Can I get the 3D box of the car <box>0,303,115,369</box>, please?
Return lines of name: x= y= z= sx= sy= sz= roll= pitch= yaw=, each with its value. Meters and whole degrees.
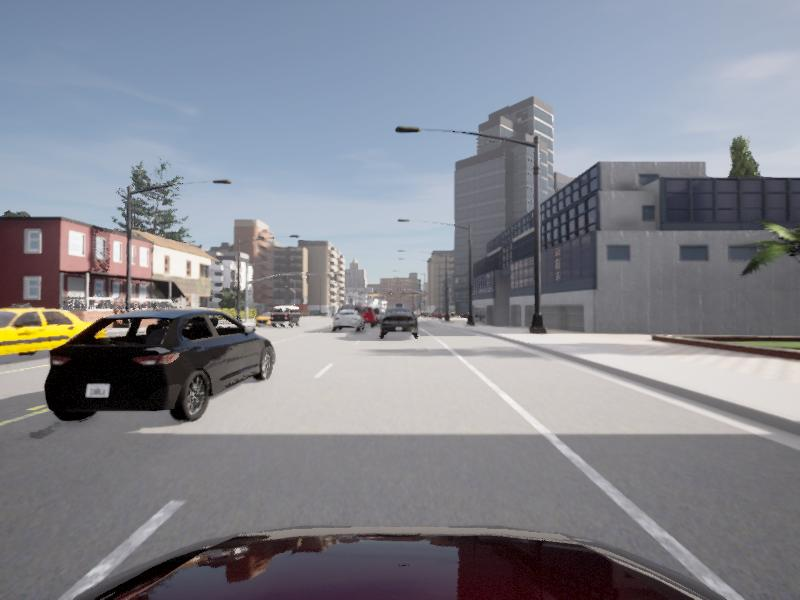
car: x=-10.517 y=0.876 z=10.789 sx=1.801 sy=1.575 sz=5.366 roll=0 pitch=-1 yaw=0

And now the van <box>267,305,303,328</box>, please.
van: x=-10.566 y=1.558 z=37.131 sx=2.069 sy=2.038 sz=4.480 roll=0 pitch=-3 yaw=0

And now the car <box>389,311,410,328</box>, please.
car: x=-0.080 y=1.859 z=38.327 sx=1.882 sy=1.535 sz=5.008 roll=0 pitch=-2 yaw=0

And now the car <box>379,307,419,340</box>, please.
car: x=-0.046 y=1.146 z=20.675 sx=1.837 sy=1.490 sz=4.892 roll=0 pitch=-2 yaw=0

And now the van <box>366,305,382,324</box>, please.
van: x=-3.626 y=1.985 z=57.139 sx=1.988 sy=2.561 sz=5.915 roll=0 pitch=-1 yaw=0

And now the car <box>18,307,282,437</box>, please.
car: x=-3.533 y=0.881 z=6.758 sx=1.816 sy=1.474 sz=4.193 roll=0 pitch=-1 yaw=0

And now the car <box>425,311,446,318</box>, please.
car: x=7.390 y=3.089 z=83.076 sx=4.181 sy=1.385 sz=1.994 roll=0 pitch=-1 yaw=-1

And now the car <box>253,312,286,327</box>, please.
car: x=-14.080 y=2.069 z=43.398 sx=1.882 sy=1.535 sz=5.008 roll=0 pitch=-2 yaw=0

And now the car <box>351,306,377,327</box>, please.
car: x=-3.596 y=1.728 z=41.208 sx=2.150 sy=2.045 sz=5.566 roll=0 pitch=-2 yaw=0

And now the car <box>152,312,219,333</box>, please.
car: x=-14.040 y=1.453 z=26.527 sx=1.895 sy=1.301 sz=4.718 roll=0 pitch=-2 yaw=0

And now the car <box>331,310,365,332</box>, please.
car: x=-3.552 y=1.439 z=27.998 sx=1.812 sy=1.442 sz=4.674 roll=0 pitch=-2 yaw=0

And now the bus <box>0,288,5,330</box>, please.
bus: x=-45.859 y=0.871 z=39.029 sx=3.944 sy=4.253 sz=10.273 roll=-1 pitch=-1 yaw=45
